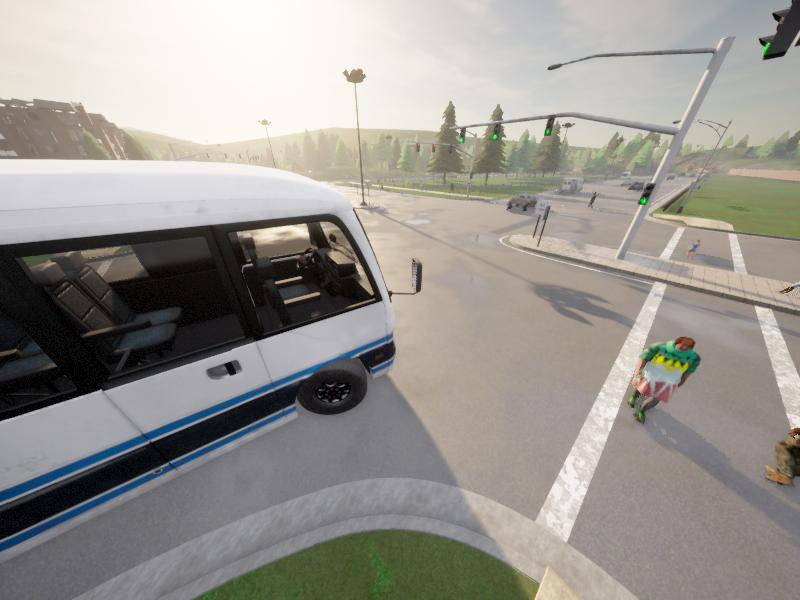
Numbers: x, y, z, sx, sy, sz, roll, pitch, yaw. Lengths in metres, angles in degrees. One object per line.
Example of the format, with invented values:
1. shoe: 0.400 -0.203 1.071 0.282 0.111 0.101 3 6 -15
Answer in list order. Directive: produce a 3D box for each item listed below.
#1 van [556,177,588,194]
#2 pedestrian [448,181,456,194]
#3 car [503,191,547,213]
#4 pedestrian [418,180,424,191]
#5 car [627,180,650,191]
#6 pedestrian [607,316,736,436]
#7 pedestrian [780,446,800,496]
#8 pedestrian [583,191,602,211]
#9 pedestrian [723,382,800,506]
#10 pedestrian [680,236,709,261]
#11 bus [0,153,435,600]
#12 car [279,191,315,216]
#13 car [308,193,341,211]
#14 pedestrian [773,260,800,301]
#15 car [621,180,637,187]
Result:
1. van: 31.845 -21.220 42.691 6.366 2.431 2.351 -23 37 -34
2. pedestrian: 8.751 -18.884 38.859 0.751 1.860 0.751 -20 36 -31
3. car: 14.028 -11.051 25.882 5.027 1.651 2.152 -23 37 -34
4. pedestrian: 4.065 -22.186 44.580 0.751 1.860 0.751 -20 35 -30
5. car: 49.484 -23.765 47.859 4.611 1.667 2.242 -23 37 -34
6. pedestrian: 4.614 1.357 4.106 0.751 1.860 0.751 25 38 36
7. pedestrian: 6.355 2.096 2.909 0.751 1.860 0.751 23 37 34
8. pedestrian: 20.954 -10.781 25.131 0.751 1.860 0.751 -6 31 -11
9. pedestrian: 5.791 1.930 3.114 0.751 1.860 0.751 12 32 20
10. pedestrian: 14.918 -2.606 11.730 0.500 1.100 0.500 26 39 37
11. bus: -4.929 0.651 2.988 10.273 4.253 3.944 -18 35 -28
12. car: -10.692 -10.064 23.903 1.905 1.878 3.866 -22 37 -34
13. car: -8.841 -11.464 26.855 1.994 1.385 4.181 -22 37 -33
14. pedestrian: 13.968 -0.919 7.744 0.751 1.860 0.751 -25 39 -37
15. car: 56.825 -29.010 57.307 4.718 1.301 1.895 -23 37 -34
